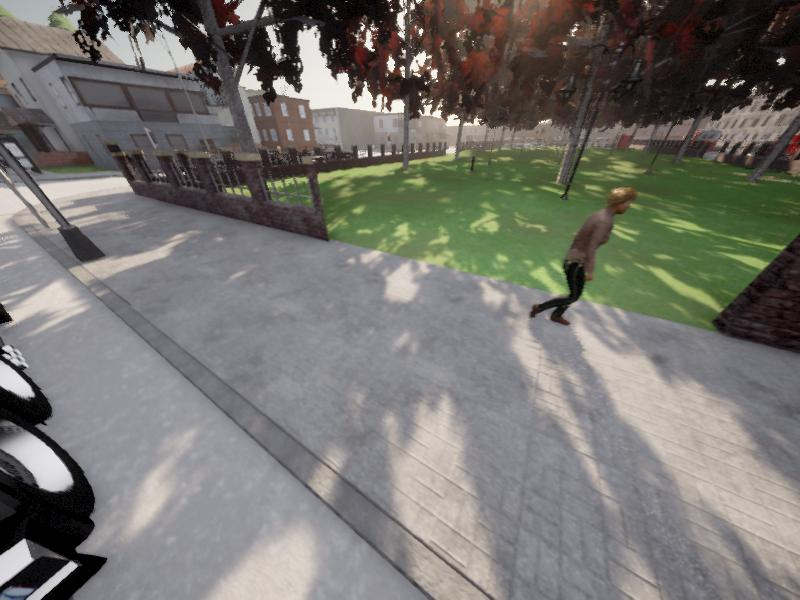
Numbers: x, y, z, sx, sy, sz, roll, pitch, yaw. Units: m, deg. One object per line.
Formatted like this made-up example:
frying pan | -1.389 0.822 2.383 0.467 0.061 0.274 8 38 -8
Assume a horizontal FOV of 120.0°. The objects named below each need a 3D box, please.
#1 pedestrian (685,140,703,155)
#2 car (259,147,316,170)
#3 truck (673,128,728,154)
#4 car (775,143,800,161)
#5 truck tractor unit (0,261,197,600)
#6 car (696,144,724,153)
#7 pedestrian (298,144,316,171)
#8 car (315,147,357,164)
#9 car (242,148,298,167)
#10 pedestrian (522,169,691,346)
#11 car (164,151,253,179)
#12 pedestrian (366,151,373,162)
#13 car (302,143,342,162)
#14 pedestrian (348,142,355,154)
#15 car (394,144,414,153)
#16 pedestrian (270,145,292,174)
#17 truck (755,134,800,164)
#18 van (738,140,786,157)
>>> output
pedestrian | 43.651 -22.651 34.303 0.751 1.860 0.751 18 39 25
car | -11.230 -14.503 23.536 2.033 1.649 4.856 17 39 24
truck | 56.042 -29.940 43.548 2.891 3.827 8.468 18 39 25
car | 49.082 -17.919 27.879 2.033 1.649 4.856 18 39 25
truck tractor unit | -5.109 -0.302 0.789 6.516 4.208 3.053 18 39 24
car | 62.386 -30.573 46.609 1.895 1.301 4.718 18 39 25
pedestrian | -7.908 -12.113 19.643 0.751 1.860 0.751 18 39 25
car | -7.689 -17.825 28.379 2.128 1.511 4.902 17 38 23
car | -14.385 -16.089 25.947 2.128 1.511 4.902 18 39 25
pedestrian | 2.212 -0.470 2.810 0.751 1.860 0.751 18 39 25
car | -15.067 -10.948 18.564 2.128 1.511 4.902 18 39 25
pedestrian | -3.462 -16.418 26.451 0.500 1.100 0.500 24 42 31
car | -10.335 -19.831 30.965 1.932 1.855 4.605 20 40 27
pedestrian | -8.599 -26.946 40.953 0.751 1.860 0.751 25 42 32
car | 0.866 -30.877 47.077 1.837 1.490 4.892 18 39 25
pedestrian | -9.183 -10.883 17.885 0.751 1.860 0.751 19 39 26
truck | 42.106 -15.973 24.422 2.627 2.467 5.204 18 38 25
van | 53.944 -22.760 34.570 1.775 1.987 4.442 18 39 25
